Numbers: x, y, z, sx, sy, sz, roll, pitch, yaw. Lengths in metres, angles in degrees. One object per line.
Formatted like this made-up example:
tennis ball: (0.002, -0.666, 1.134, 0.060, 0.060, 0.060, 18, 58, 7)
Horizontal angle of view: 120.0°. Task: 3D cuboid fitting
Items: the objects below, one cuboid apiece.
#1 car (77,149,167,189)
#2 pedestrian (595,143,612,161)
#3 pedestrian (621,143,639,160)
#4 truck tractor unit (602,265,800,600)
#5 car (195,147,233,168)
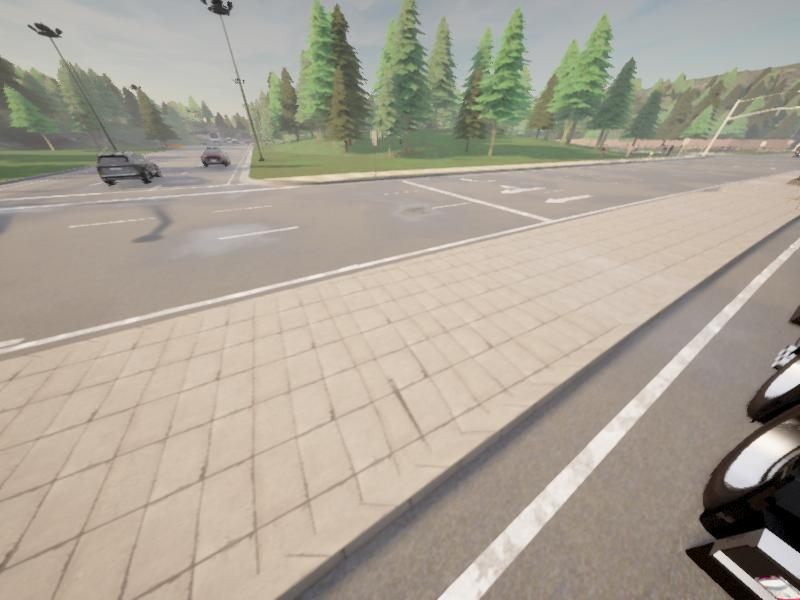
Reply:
car: (-16.793, -8.295, 14.364, 2.033, 1.649, 4.856, -19, 40, -24)
pedestrian: (25.634, -18.622, 29.136, 0.751, 1.860, 0.751, -15, 38, -21)
pedestrian: (31.179, -20.108, 31.333, 0.751, 1.860, 0.751, -16, 38, -23)
truck tractor unit: (5.117, -0.292, 0.786, 6.516, 4.208, 3.053, -18, 39, -24)
car: (-18.332, -14.279, 23.044, 2.038, 1.542, 4.974, -16, 38, -22)
